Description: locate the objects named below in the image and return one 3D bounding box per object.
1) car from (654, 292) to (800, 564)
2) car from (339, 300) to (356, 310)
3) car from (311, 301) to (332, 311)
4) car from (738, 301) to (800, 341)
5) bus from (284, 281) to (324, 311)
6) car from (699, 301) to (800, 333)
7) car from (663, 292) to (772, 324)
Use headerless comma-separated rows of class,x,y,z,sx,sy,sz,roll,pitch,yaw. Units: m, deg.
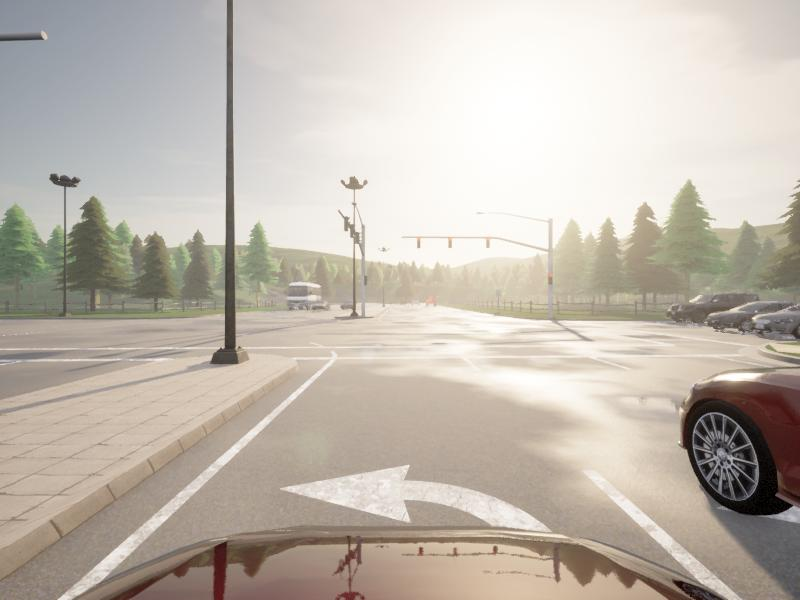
car,3.500,0.779,1.307,2.152,1.651,5.027,0,0,0
car,-7.986,0.791,61.099,1.837,1.490,4.892,0,0,0
car,-11.489,0.843,58.715,2.033,1.411,5.357,0,0,0
car,17.221,0.822,16.411,4.902,1.511,2.128,0,0,0
bus,-14.865,-0.588,62.970,3.944,4.253,10.273,0,0,0
car,18.060,0.826,19.930,4.892,1.490,1.837,0,0,1
car,21.178,0.546,26.892,5.566,2.045,2.150,0,0,1
